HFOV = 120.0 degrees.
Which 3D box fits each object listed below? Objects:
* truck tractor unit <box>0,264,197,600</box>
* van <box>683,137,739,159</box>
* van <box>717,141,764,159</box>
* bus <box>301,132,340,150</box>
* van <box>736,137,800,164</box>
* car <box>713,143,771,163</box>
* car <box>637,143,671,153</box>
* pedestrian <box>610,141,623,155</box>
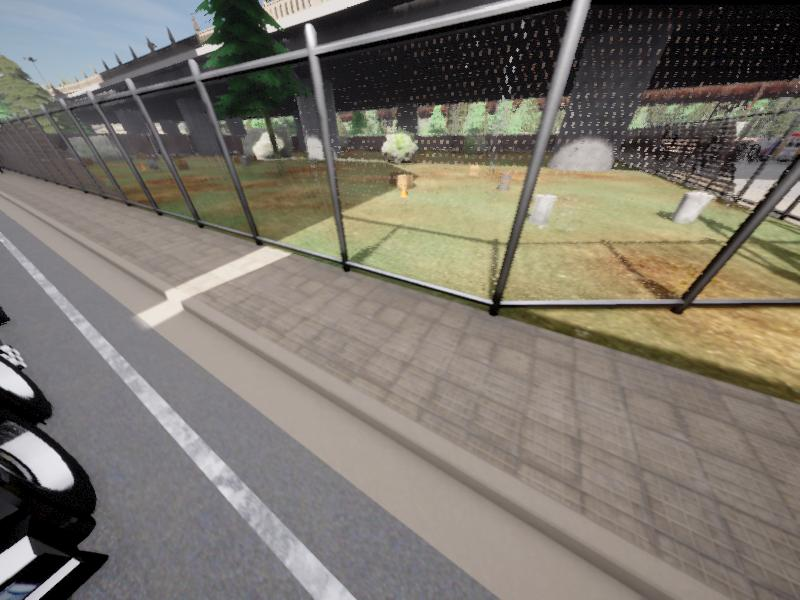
[{"bbox_3d":[-5.114,-0.298,0.777,6.516,4.208,3.053,18,39,24],"label":"truck tractor unit"},{"bbox_3d":[44.795,-22.149,33.598,2.351,2.431,6.366,18,39,24],"label":"van"},{"bbox_3d":[48.310,-21.464,32.971,1.775,1.987,4.442,18,39,24],"label":"van"},{"bbox_3d":[-24.670,-49.453,71.850,10.273,4.253,3.944,-19,39,-24],"label":"bus"},{"bbox_3d":[44.714,-18.058,27.700,2.351,2.431,6.366,18,39,24],"label":"van"},{"bbox_3d":[40.469,-17.610,27.571,1.932,1.855,4.605,18,39,24],"label":"car"},{"bbox_3d":[50.816,-30.451,46.310,1.851,1.617,3.988,-8,35,-11],"label":"car"},{"bbox_3d":[34.191,-23.954,36.463,0.751,1.860,0.751,18,39,24],"label":"pedestrian"}]
